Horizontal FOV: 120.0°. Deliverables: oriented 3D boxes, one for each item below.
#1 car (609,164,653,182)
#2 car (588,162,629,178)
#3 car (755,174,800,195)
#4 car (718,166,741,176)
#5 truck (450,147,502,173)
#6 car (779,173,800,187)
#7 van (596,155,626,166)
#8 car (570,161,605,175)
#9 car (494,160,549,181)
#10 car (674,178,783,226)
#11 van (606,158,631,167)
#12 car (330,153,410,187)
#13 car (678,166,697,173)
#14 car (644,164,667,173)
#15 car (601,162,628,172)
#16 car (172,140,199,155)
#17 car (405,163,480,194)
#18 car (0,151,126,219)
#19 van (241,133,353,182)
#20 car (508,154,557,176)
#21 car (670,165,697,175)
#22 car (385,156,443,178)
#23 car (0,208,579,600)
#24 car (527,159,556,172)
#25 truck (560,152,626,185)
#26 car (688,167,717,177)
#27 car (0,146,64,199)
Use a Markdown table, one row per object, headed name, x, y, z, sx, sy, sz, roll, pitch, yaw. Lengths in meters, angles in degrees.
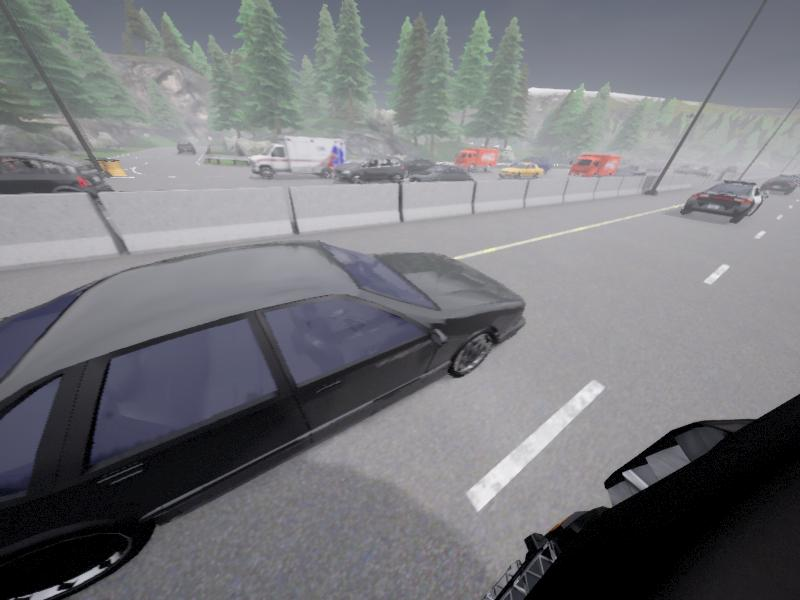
| name | x | y | z | sx | sy | sz | roll | pitch | yaw |
| --- | --- | --- | --- | --- | --- | --- | --- | --- | --- |
| car | 27.916 | -15.366 | 27.904 | 4.856 | 1.649 | 2.033 | -17 | 38 | -27 |
| car | 28.539 | -17.839 | 31.643 | 4.611 | 1.667 | 2.242 | -17 | 38 | -27 |
| car | 38.772 | -11.788 | 23.479 | 4.974 | 1.542 | 2.038 | -17 | 38 | -27 |
| car | 77.779 | -30.496 | 54.514 | 3.866 | 1.878 | 1.905 | -17 | 38 | -27 |
| truck | 9.117 | -16.851 | 27.856 | 5.204 | 2.467 | 2.627 | -17 | 38 | -27 |
| car | 58.085 | -17.590 | 33.831 | 4.514 | 1.525 | 2.007 | -17 | 38 | -27 |
| van | 64.733 | -42.783 | 70.975 | 1.988 | 2.561 | 5.915 | -17 | 38 | -27 |
| car | 28.503 | -20.069 | 35.080 | 5.366 | 1.575 | 1.801 | -17 | 38 | -27 |
| car | 12.059 | -12.832 | 22.847 | 5.366 | 1.575 | 1.801 | -17 | 38 | -27 |
| car | 16.251 | -4.997 | 11.426 | 4.974 | 1.542 | 2.038 | -17 | 38 | -27 |
| van | 63.513 | -39.999 | 67.176 | 2.069 | 2.038 | 4.480 | -17 | 38 | -27 |
| car | -1.936 | -8.642 | 15.322 | 4.611 | 1.667 | 2.242 | -17 | 38 | -27 |
| car | 74.088 | -33.690 | 59.539 | 4.718 | 1.301 | 1.895 | -17 | 38 | -27 |
| car | 53.267 | -27.417 | 48.167 | 3.633 | 1.501 | 1.845 | -17 | 38 | -27 |
| car | 42.934 | -26.682 | 46.204 | 4.974 | 1.542 | 2.038 | -17 | 38 | -27 |
| car | -30.242 | -21.617 | 32.721 | 2.128 | 1.511 | 4.902 | -18 | 39 | -28 |
| car | 2.649 | -7.637 | 14.451 | 4.181 | 1.385 | 1.994 | -17 | 38 | -27 |
| car | -11.435 | -3.441 | 6.824 | 3.705 | 1.549 | 1.789 | -17 | 38 | -27 |
| van | -6.776 | -9.760 | 15.930 | 6.366 | 2.431 | 2.351 | -17 | 38 | -27 |
| car | 16.310 | -16.574 | 28.411 | 5.566 | 2.045 | 2.150 | -16 | 38 | -27 |
| car | 60.792 | -27.898 | 49.529 | 4.611 | 1.667 | 2.242 | -17 | 38 | -27 |
| car | 1.242 | -11.805 | 20.504 | 4.892 | 1.490 | 1.837 | -17 | 38 | -27 |
| car | -1.046 | 0.289 | 2.185 | 5.357 | 1.411 | 2.033 | -17 | 38 | -27 |
| car | 21.161 | -20.106 | 34.565 | 3.705 | 1.549 | 1.789 | -17 | 38 | -27 |
| truck | 19.120 | -13.059 | 22.949 | 5.204 | 2.467 | 2.627 | -17 | 38 | -27 |
| car | 56.799 | -24.056 | 43.367 | 4.974 | 1.542 | 2.038 | -17 | 38 | -27 |
| car | -15.914 | -4.343 | 7.844 | 4.514 | 1.525 | 2.007 | -17 | 38 | -27 |
